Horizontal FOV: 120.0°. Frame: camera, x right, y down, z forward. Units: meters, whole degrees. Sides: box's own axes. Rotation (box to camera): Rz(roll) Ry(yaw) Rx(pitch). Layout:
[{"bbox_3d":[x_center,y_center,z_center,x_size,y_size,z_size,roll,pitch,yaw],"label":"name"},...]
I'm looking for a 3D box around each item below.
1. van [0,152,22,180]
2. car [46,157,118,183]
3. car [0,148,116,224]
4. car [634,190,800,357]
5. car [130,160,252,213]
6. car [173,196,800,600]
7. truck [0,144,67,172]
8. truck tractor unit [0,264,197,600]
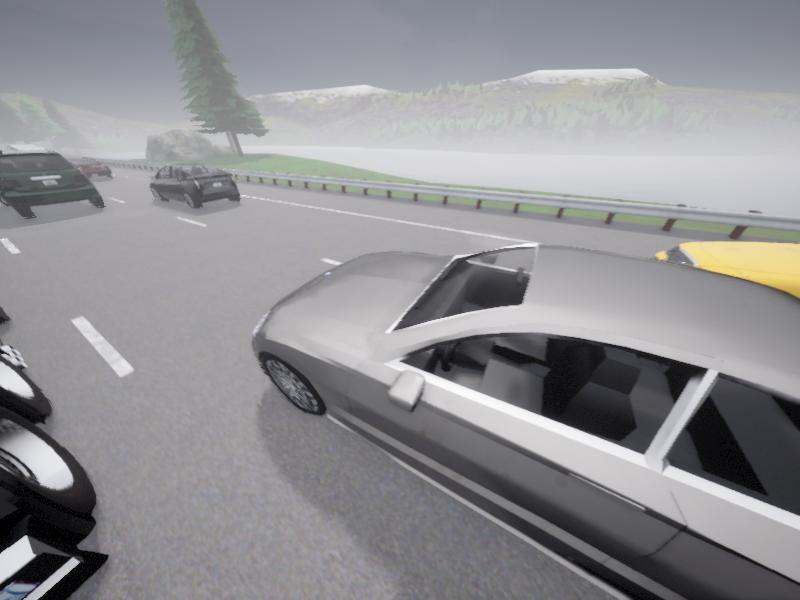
[{"bbox_3d":[-31.151,-10.163,17.142,4.480,2.038,2.069,18,39,24],"label":"van"},{"bbox_3d":[-23.267,-9.605,16.913,4.718,1.301,1.895,18,39,24],"label":"car"},{"bbox_3d":[-14.474,-4.748,9.186,5.566,2.045,2.150,18,39,24],"label":"car"},{"bbox_3d":[6.674,0.003,2.553,5.366,1.575,1.801,18,39,24],"label":"car"},{"bbox_3d":[-9.067,-5.087,10.075,4.514,1.525,2.007,18,39,24],"label":"car"},{"bbox_3d":[1.027,0.460,1.917,5.027,1.651,2.152,18,39,24],"label":"car"},{"bbox_3d":[-37.045,-14.410,23.253,6.274,2.098,2.390,18,39,24],"label":"truck"},{"bbox_3d":[-5.118,-0.292,0.781,6.516,4.208,3.053,18,39,24],"label":"truck tractor unit"}]
